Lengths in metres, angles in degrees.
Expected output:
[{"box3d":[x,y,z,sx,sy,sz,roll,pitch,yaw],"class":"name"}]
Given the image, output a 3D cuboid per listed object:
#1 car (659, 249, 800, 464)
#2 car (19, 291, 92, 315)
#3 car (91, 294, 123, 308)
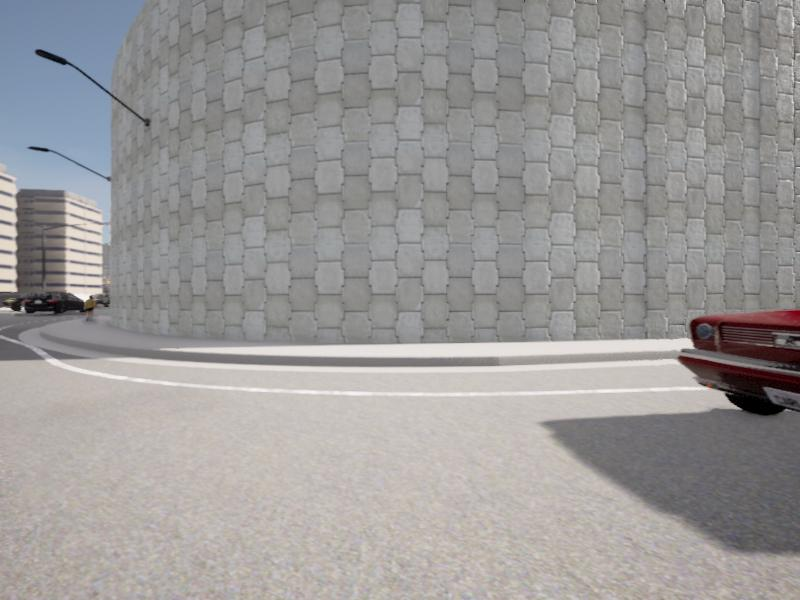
[{"box3d":[4.742,0.341,2.858,4.718,1.301,1.895,0,0,-6],"class":"car"},{"box3d":[-25.901,0.213,30.343,2.242,1.667,4.611,0,0,-11],"class":"car"},{"box3d":[-40.003,0.145,54.674,1.905,1.878,3.866,0,0,-8],"class":"car"}]
